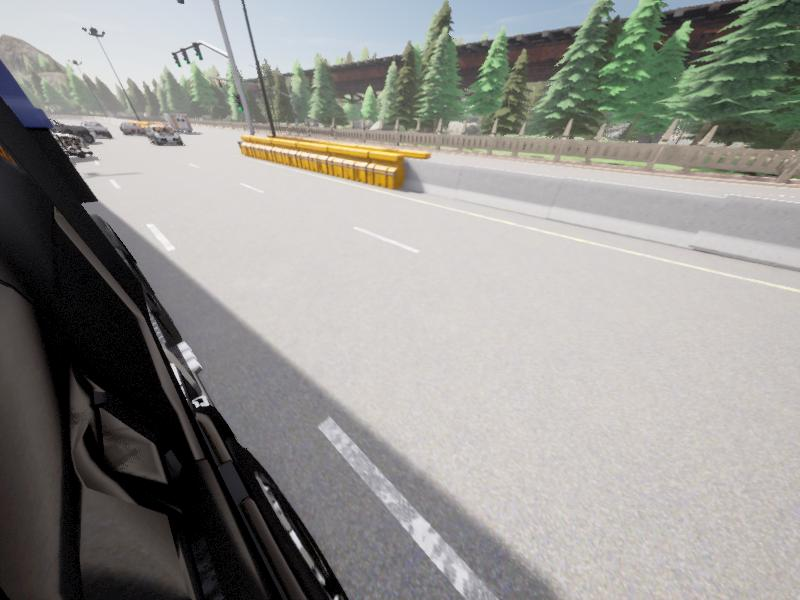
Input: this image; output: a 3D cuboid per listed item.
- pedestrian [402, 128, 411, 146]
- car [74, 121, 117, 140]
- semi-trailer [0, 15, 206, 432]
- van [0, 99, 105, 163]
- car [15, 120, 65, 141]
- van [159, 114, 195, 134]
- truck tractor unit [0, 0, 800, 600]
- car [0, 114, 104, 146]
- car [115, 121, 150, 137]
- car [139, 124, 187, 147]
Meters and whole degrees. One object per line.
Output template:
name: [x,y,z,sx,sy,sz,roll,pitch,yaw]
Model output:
pedestrian: [0.813,-20.734,29.387,0.751,1.860,0.751,29,44,30]
car: [-32.539,-18.131,24.632,5.357,1.411,2.033,29,44,30]
semi-trailer: [-8.942,-3.425,3.977,14.254,4.402,2.717,25,42,27]
van: [-20.827,-8.990,12.340,6.366,2.431,2.351,5,29,2]
car: [-33.612,-15.930,21.665,4.181,1.385,1.994,28,44,30]
van: [-37.118,-29.395,38.463,6.366,2.431,2.351,28,44,30]
truck tractor unit: [-2.645,-0.295,0.351,6.516,4.208,3.053,28,44,30]
car: [-27.770,-13.460,18.303,1.932,1.855,4.605,17,39,19]
car: [-33.613,-21.453,29.003,4.181,1.385,1.994,28,44,30]
car: [-21.498,-14.934,20.971,3.806,1.475,1.970,29,44,30]
